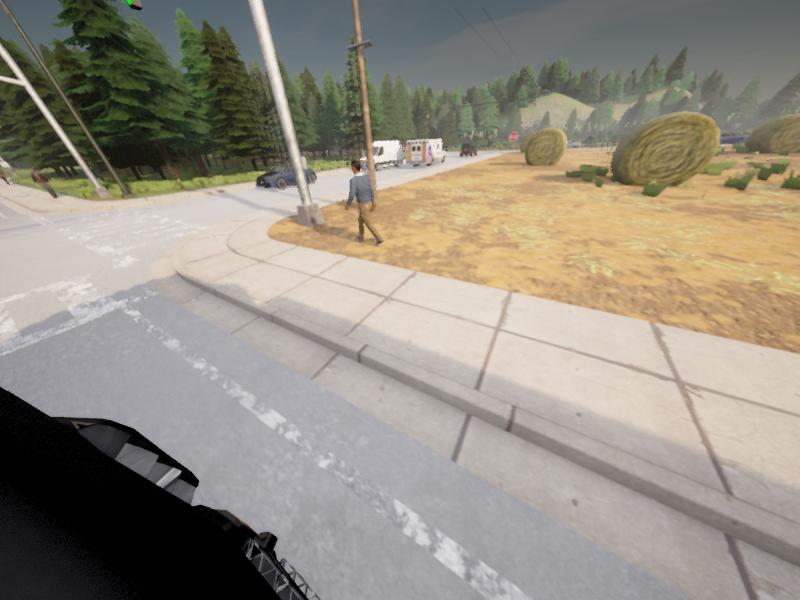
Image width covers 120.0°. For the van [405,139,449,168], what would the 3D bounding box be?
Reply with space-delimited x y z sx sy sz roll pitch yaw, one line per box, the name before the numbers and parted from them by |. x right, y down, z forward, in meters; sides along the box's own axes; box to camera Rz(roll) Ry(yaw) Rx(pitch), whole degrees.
van | 3.169 -16.493 25.910 2.351 2.431 6.366 17 39 27

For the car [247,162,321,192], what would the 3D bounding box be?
car | -8.104 -8.910 16.542 1.994 1.385 4.181 17 39 27

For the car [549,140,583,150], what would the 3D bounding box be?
car | 30.420 -28.500 42.438 4.718 1.301 1.895 19 40 29

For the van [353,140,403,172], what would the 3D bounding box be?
van | -2.057 -15.282 24.443 1.988 2.561 5.915 17 38 27

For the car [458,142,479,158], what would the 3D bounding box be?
car | 10.816 -23.672 36.399 1.905 1.878 3.866 17 39 27

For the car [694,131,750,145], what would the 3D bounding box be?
car | 46.151 -23.245 33.240 4.193 1.474 1.816 19 40 29

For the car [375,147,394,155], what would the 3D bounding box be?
car | -4.176 -40.238 62.276 4.856 1.649 2.033 17 39 27

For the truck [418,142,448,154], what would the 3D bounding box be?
truck | 7.358 -34.107 51.867 6.274 2.098 2.390 22 41 32

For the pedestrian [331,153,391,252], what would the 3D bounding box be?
pedestrian | -0.792 -2.132 5.128 0.751 1.860 0.751 18 39 28

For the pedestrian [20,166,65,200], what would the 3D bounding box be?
pedestrian | -22.947 -7.516 14.868 0.751 1.860 0.751 20 40 30

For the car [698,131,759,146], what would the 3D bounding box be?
car | 43.906 -21.648 31.057 4.193 1.474 1.816 19 40 29

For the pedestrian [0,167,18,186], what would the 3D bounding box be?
pedestrian | -46.202 -14.385 26.899 0.751 1.860 0.751 3 35 9

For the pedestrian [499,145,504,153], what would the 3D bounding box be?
pedestrian | 17.060 -25.397 38.840 0.500 1.100 0.500 26 44 36
